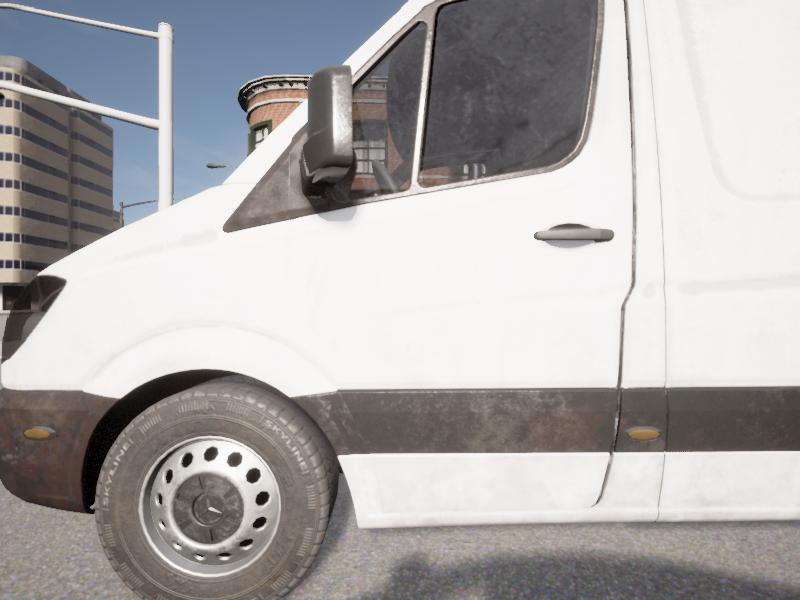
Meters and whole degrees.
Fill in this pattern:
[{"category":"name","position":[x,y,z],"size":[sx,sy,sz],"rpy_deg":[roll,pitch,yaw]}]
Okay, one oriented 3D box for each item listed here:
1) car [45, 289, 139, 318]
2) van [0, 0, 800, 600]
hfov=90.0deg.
[{"category":"car","position":[-19.023,0.171,25.103],"size":[1.930,1.638,5.238],"rpy_deg":[0,0,0]},{"category":"van","position":[1.351,-0.278,2.210],"size":[5.915,2.561,1.988],"rpy_deg":[0,0,0]}]
